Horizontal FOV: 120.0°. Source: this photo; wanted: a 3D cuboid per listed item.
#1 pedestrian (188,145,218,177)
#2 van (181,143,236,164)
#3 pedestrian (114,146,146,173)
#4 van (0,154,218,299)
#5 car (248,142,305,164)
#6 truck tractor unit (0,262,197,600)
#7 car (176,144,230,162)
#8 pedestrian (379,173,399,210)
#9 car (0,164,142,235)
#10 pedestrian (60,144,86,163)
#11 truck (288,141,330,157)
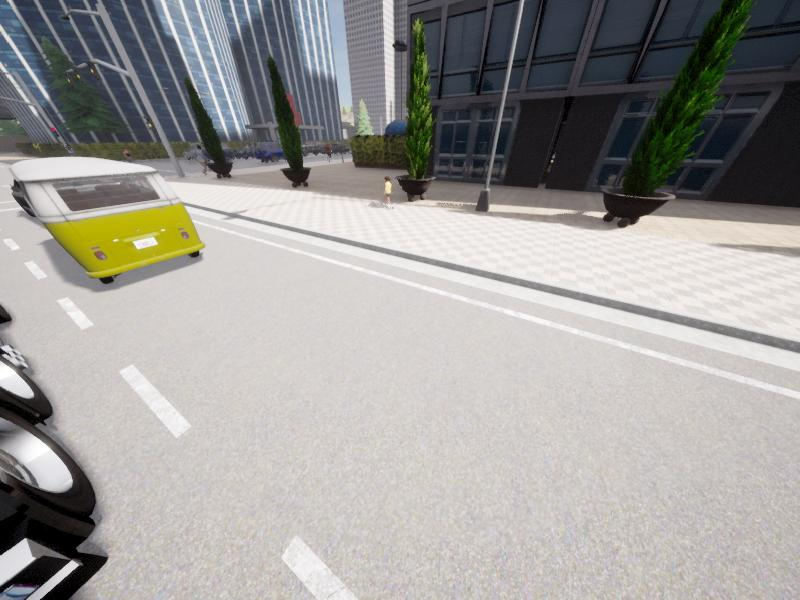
[{"bbox_3d":[-13.749,-9.754,16.165,0.751,1.860,0.751,17,38,23],"label":"pedestrian"},{"bbox_3d":[-23.028,-17.823,28.017,1.775,1.987,4.442,18,39,24],"label":"van"},{"bbox_3d":[-22.780,-11.859,19.521,0.751,1.860,0.751,9,36,13],"label":"pedestrian"},{"bbox_3d":[-6.493,-1.953,5.111,4.442,1.987,1.775,21,40,27],"label":"van"},{"bbox_3d":[-14.824,-18.035,28.206,2.150,2.045,5.566,18,39,24],"label":"car"},{"bbox_3d":[-5.108,-0.304,0.783,6.516,4.208,3.053,18,39,24],"label":"truck tractor unit"},{"bbox_3d":[-25.570,-19.265,30.199,1.932,1.855,4.605,18,39,24],"label":"car"},{"bbox_3d":[-0.377,-3.927,8.365,0.500,1.100,0.500,18,39,25],"label":"pedestrian"},{"bbox_3d":[-11.690,-3.684,8.037,4.514,1.525,2.007,18,39,24],"label":"car"},{"bbox_3d":[-36.843,-16.525,26.056,0.751,1.860,0.751,-26,42,-32],"label":"pedestrian"},{"bbox_3d":[-15.234,-25.761,39.256,2.390,2.098,6.274,18,39,24],"label":"truck"}]
